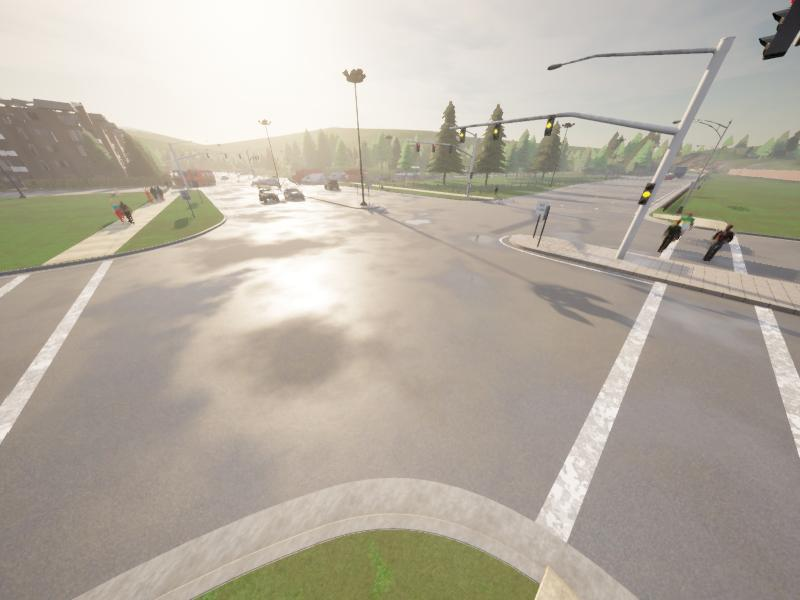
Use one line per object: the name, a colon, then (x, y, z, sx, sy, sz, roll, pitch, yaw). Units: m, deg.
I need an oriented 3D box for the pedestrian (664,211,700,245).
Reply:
pedestrian: (17.601, -4.501, 14.440, 0.751, 1.860, 0.751, -25, 38, -36)

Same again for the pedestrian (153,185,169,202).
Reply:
pedestrian: (-31.580, -14.057, 30.499, 0.751, 1.860, 0.751, -19, 35, -29)

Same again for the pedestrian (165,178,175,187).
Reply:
pedestrian: (-54.953, -28.052, 55.181, 0.751, 1.860, 0.751, -8, 31, -14)

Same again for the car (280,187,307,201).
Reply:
car: (-15.740, -15.690, 34.038, 1.837, 1.490, 4.892, -22, 37, -34)

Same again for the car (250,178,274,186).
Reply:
car: (-37.022, -31.793, 62.094, 5.027, 1.651, 2.152, -23, 37, -34)

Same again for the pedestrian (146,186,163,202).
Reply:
pedestrian: (-31.915, -13.789, 30.035, 0.751, 1.860, 0.751, -18, 35, -28)

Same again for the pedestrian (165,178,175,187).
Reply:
pedestrian: (-54.090, -27.590, 54.312, 0.751, 1.860, 0.751, 2, 30, 3)

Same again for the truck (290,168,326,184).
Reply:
truck: (-26.018, -35.212, 65.523, 8.468, 3.827, 2.891, -23, 37, -34)

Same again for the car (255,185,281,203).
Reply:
car: (-18.226, -14.605, 31.793, 1.905, 1.878, 3.866, -22, 37, -34)

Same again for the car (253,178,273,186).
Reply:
car: (-35.225, -30.347, 59.399, 3.988, 1.617, 1.851, -23, 37, -34)

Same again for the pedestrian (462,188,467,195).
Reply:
pedestrian: (10.368, -17.468, 37.167, 0.500, 1.100, 0.500, -20, 36, -31)

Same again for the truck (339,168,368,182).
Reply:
truck: (-14.612, -40.002, 73.818, 8.468, 3.827, 2.891, -23, 37, -34)

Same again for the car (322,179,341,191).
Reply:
car: (-14.239, -23.961, 47.996, 1.905, 1.878, 3.866, -22, 37, -34)

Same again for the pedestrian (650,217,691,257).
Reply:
pedestrian: (14.355, -3.375, 12.303, 0.751, 1.860, 0.751, 26, 39, 37)

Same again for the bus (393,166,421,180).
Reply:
bus: (2.746, -47.393, 86.193, 10.273, 4.253, 3.944, -23, 37, -34)

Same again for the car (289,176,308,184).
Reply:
car: (-29.610, -35.101, 67.374, 4.553, 1.767, 2.097, -23, 37, -34)

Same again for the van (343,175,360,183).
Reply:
van: (-14.737, -36.862, 70.224, 4.442, 1.987, 1.775, -23, 37, -34)

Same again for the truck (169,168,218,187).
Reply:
truck: (-50.936, -30.530, 57.412, 2.891, 3.827, 8.468, 6, 31, 10)

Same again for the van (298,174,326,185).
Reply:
van: (-23.981, -33.176, 63.392, 6.366, 2.431, 2.351, -23, 37, -34)

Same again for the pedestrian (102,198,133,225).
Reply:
pedestrian: (-22.225, -6.958, 18.204, 0.751, 1.860, 0.751, -19, 35, -29)

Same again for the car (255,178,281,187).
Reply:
car: (-32.648, -29.193, 57.283, 4.856, 1.649, 2.033, -23, 37, -34)

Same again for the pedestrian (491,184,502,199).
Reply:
pedestrian: (13.743, -15.484, 32.972, 0.751, 1.860, 0.751, -20, 35, -30)

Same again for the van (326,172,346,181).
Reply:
van: (-21.247, -41.244, 77.220, 5.915, 2.561, 1.988, -23, 37, -34)

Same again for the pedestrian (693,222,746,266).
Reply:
pedestrian: (15.411, -2.729, 11.184, 0.751, 1.860, 0.751, -18, 35, -28)

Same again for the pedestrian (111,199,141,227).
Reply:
pedestrian: (-21.078, -6.739, 17.825, 0.751, 1.860, 0.751, -21, 36, -32)
